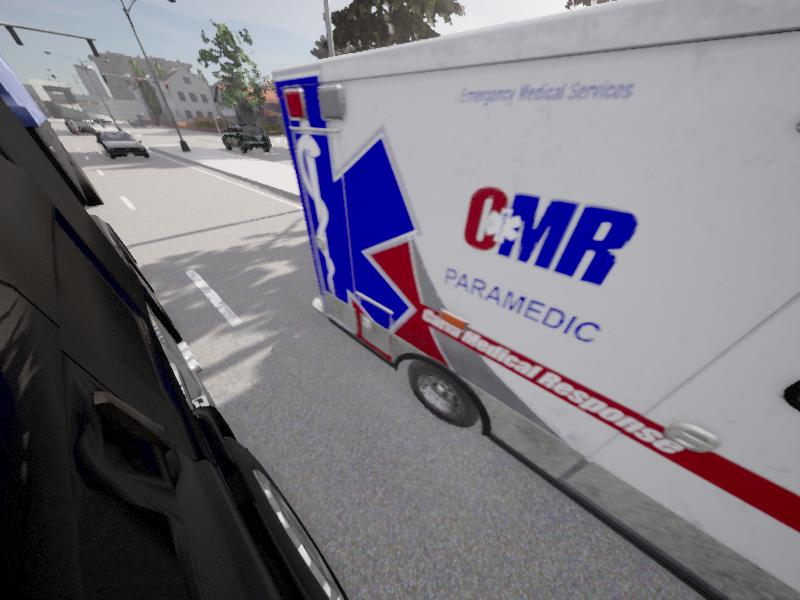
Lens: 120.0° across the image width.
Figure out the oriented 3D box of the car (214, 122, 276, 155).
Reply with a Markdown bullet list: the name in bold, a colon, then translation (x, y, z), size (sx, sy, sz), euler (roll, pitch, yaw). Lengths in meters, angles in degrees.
- **car**: translation (-13.553, -14.129, 20.151), size (5.566, 2.045, 2.150), euler (28, 44, 30)

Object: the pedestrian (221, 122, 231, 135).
- **pedestrian**: translation (-31.019, -30.536, 41.120), size (0.751, 1.860, 0.751), euler (-25, 45, -32)

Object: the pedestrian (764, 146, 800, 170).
- **pedestrian**: translation (35.427, -13.155, 21.424), size (0.751, 1.860, 0.751), euler (25, 42, 27)

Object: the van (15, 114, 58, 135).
- **van**: translation (-45.545, -22.057, 29.024), size (4.480, 2.038, 2.069), euler (28, 44, 30)

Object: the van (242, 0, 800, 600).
- **van**: translation (2.081, 0.201, 1.428), size (6.366, 2.431, 2.351), euler (28, 44, 30)

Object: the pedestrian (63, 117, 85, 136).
- **pedestrian**: translation (-39.906, -21.210, 28.312), size (0.751, 1.860, 0.751), euler (29, 44, 31)

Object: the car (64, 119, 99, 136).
- **car**: translation (-43.209, -23.411, 31.313), size (5.238, 1.638, 1.930), euler (27, 43, 30)

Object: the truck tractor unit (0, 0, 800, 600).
- **truck tractor unit**: translation (-2.645, -0.295, 0.351), size (6.516, 4.208, 3.053), euler (28, 44, 30)

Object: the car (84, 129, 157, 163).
- **car**: translation (-18.136, -10.048, 14.948), size (5.357, 1.411, 2.033), euler (28, 44, 30)

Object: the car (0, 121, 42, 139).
- **car**: translation (-40.172, -17.389, 23.607), size (1.994, 1.385, 4.181), euler (-12, 39, -19)

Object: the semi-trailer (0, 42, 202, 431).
- **semi-trailer**: translation (-8.704, -3.585, 4.245), size (14.254, 4.402, 2.717), euler (28, 44, 30)

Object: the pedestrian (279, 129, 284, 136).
- **pedestrian**: translation (-23.717, -33.583, 46.271), size (0.500, 1.100, 0.500), euler (29, 44, 31)
